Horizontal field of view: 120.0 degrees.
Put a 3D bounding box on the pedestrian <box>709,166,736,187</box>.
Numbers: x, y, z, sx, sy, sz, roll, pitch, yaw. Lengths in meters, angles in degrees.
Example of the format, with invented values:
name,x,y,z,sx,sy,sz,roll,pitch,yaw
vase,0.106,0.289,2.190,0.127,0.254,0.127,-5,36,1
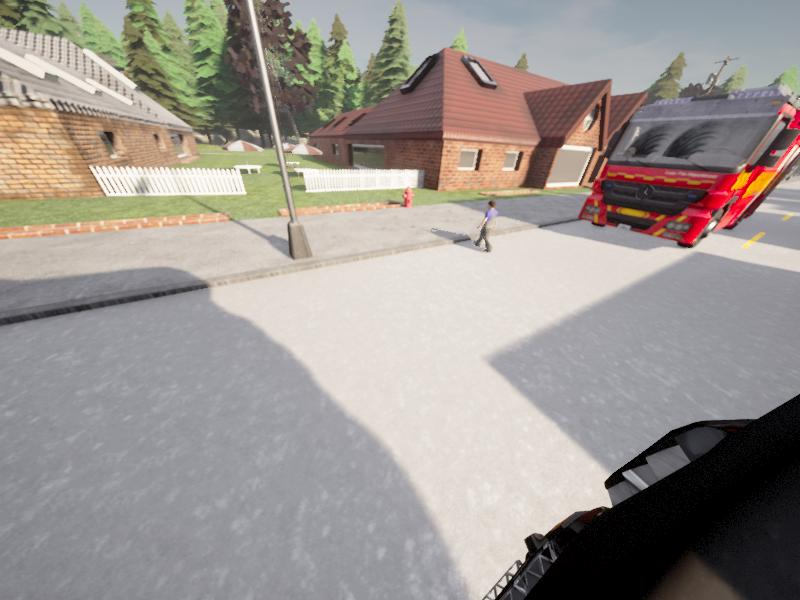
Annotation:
name,x,y,z,sx,sy,sz,roll,pitch,yaw
pedestrian,33.313,-12.740,23.857,0.751,1.860,0.751,-19,39,-29

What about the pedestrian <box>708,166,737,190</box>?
name,x,y,z,sx,sy,sz,roll,pitch,yaw
pedestrian,29.812,-11.272,21.371,0.751,1.860,0.751,-21,40,-31

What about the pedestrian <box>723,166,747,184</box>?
name,x,y,z,sx,sy,sz,roll,pitch,yaw
pedestrian,40.500,-15.076,27.943,0.751,1.860,0.751,-17,38,-27

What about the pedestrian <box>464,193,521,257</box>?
name,x,y,z,sx,sy,sz,roll,pitch,yaw
pedestrian,2.253,-1.883,5.752,0.751,1.300,0.751,-20,40,-30

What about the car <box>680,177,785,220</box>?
name,x,y,z,sx,sy,sz,roll,pitch,yaw
car,17.761,-5.553,12.353,4.902,1.511,2.128,-16,38,-26

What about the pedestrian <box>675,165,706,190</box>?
name,x,y,z,sx,sy,sz,roll,pitch,yaw
pedestrian,24.874,-10.504,19.825,0.751,1.860,0.751,-14,37,-24

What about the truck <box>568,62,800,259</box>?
name,x,y,z,sx,sy,sz,roll,pitch,yaw
truck,10.474,-4.439,8.008,8.468,3.827,2.891,-16,38,-26
